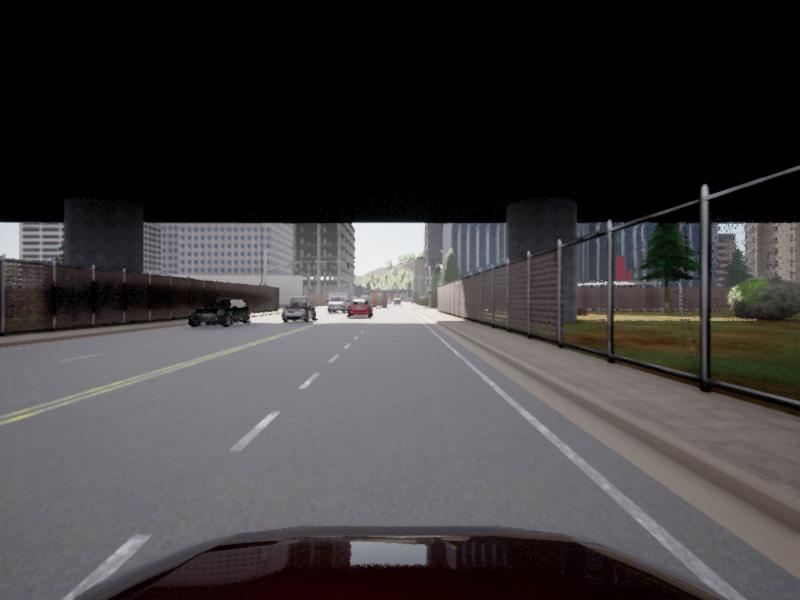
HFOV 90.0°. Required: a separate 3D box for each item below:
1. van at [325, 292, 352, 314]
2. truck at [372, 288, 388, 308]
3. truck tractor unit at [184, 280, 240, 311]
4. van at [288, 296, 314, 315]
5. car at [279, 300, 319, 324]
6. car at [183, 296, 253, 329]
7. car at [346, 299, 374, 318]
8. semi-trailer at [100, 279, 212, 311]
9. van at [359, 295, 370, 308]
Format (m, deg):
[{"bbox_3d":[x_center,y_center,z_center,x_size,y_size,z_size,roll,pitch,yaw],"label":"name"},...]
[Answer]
[{"bbox_3d":[-7.309,0.360,48.186,2.351,2.431,6.366,0,0,0],"label":"van"},{"bbox_3d":[-4.046,-0.351,82.389,2.891,3.827,8.468,0,0,0],"label":"truck"},{"bbox_3d":[-26.868,-0.598,57.382,6.516,4.208,3.053,0,0,0],"label":"truck tractor unit"},{"bbox_3d":[-10.776,0.583,43.887,1.775,1.987,4.442,0,0,0],"label":"van"},{"bbox_3d":[-7.170,0.778,28.720,1.851,1.617,3.988,0,0,0],"label":"car"},{"bbox_3d":[-10.633,0.686,23.828,2.097,1.767,4.553,0,0,0],"label":"car"},{"bbox_3d":[-3.692,0.743,38.026,2.242,1.667,4.611,0,0,-1],"label":"car"},{"bbox_3d":[-34.778,-0.692,57.335,14.254,4.402,2.717,0,0,0],"label":"semi-trailer"},{"bbox_3d":[-7.581,0.290,86.144,1.988,2.561,5.915,0,0,0],"label":"van"}]
